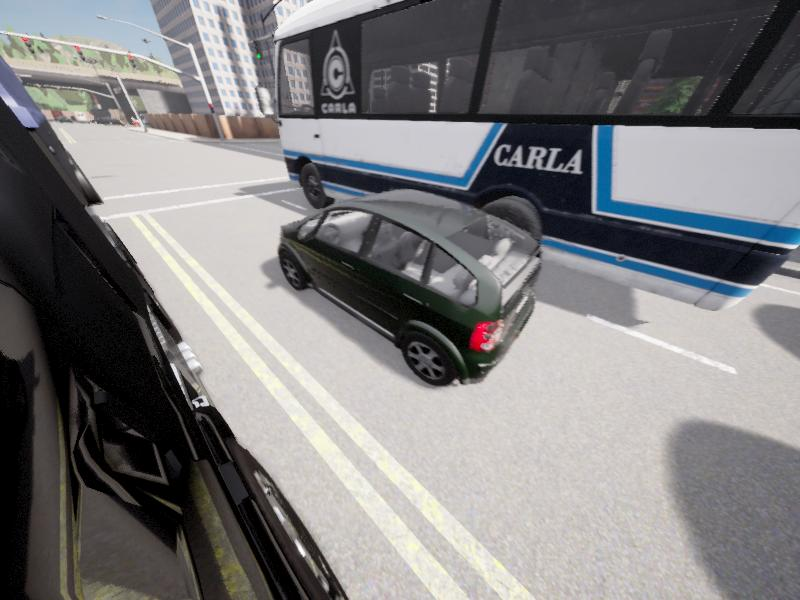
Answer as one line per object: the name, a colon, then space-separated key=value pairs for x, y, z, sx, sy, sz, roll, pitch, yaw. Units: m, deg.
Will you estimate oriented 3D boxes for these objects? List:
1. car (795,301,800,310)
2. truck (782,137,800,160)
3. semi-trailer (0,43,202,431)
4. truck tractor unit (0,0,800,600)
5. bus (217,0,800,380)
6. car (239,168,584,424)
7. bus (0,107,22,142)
car: x=7.819 y=0.841 z=1.591 sx=4.611 sy=1.667 sz=2.242 roll=28 pitch=44 yaw=30
truck: x=78.972 y=-27.682 z=42.194 sx=8.468 sy=3.827 sz=2.891 roll=28 pitch=44 yaw=30
semi-trailer: x=-8.703 y=-3.595 z=4.233 sx=14.254 sy=4.402 sz=2.717 roll=28 pitch=44 yaw=30
truck tractor unit: x=-2.645 y=-0.295 z=0.351 sx=6.516 sy=4.208 sz=3.053 roll=28 pitch=44 yaw=30
bus: x=1.000 y=-3.747 z=5.157 sx=10.273 sy=4.253 sz=3.944 roll=28 pitch=44 yaw=30
car: x=-0.163 y=-0.618 z=3.158 sx=3.705 sy=1.549 sz=1.789 roll=28 pitch=44 yaw=30
bus: x=-37.930 y=-16.423 z=19.759 sx=10.273 sy=4.253 sz=3.944 roll=28 pitch=44 yaw=30
